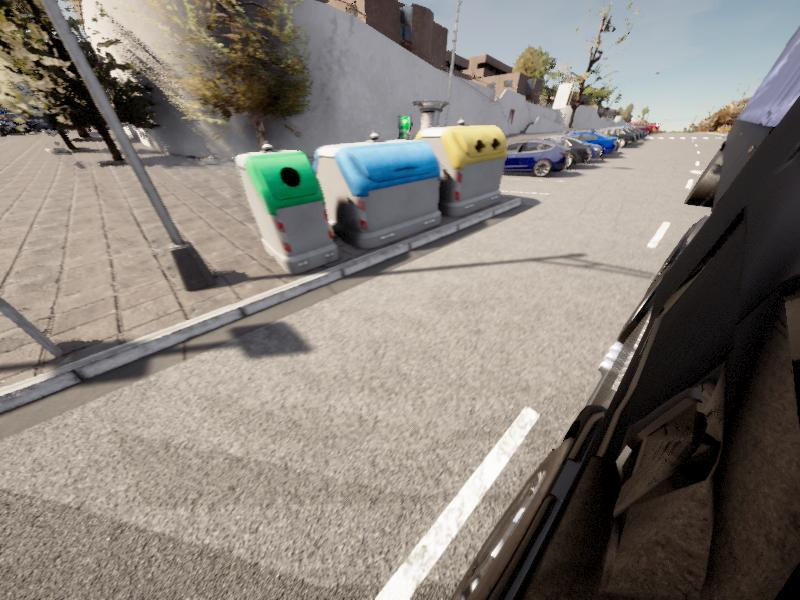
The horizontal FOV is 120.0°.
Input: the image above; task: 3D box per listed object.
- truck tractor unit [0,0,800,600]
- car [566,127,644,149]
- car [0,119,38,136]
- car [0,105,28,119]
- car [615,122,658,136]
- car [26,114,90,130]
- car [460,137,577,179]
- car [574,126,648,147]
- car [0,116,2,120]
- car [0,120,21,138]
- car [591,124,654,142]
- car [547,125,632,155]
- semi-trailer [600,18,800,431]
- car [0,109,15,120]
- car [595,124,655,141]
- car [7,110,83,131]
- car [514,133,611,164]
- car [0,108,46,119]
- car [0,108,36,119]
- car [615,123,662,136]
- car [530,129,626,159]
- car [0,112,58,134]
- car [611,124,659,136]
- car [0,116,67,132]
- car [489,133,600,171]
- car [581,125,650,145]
[{"bbox_3d":[2.645,-0.295,0.351,6.516,4.208,3.053,-28,44,-30],"label":"truck tractor unit"},{"bbox_3d":[18.671,-14.993,21.413,4.892,1.521,2.231,14,40,21],"label":"car"},{"bbox_3d":[-48.136,-20.764,27.707,4.792,1.488,2.163,-28,48,-34],"label":"car"},{"bbox_3d":[-77.671,-36.383,44.697,5.566,2.045,2.435,-29,48,-34],"label":"car"},{"bbox_3d":[40.910,-29.746,40.190,4.553,1.767,2.185,13,38,19],"label":"car"},{"bbox_3d":[-53.072,-27.745,36.061,5.366,1.575,1.946,-28,49,-35],"label":"car"},{"bbox_3d":[5.859,-7.316,11.862,4.792,1.488,2.163,16,40,24],"label":"car"},{"bbox_3d":[20.736,-16.308,23.071,4.892,1.521,2.231,13,39,21],"label":"car"},{"bbox_3d":[-75.314,-32.820,40.686,5.008,1.535,2.097,-29,48,-34],"label":"car"},{"bbox_3d":[-46.975,-19.010,25.539,4.892,1.521,2.231,-28,48,-34],"label":"car"},{"bbox_3d":[26.815,-20.309,28.147,5.008,1.535,2.097,13,39,20],"label":"car"},{"bbox_3d":[14.452,-12.511,18.095,4.553,1.767,2.185,14,39,22],"label":"car"},{"bbox_3d":[8.585,-3.664,4.361,14.254,4.402,2.717,-29,44,-31],"label":"semi-trailer"},{"bbox_3d":[-76.620,-34.443,42.672,5.366,1.575,1.946,-29,48,-34],"label":"car"},{"bbox_3d":[28.827,-21.649,29.858,5.008,1.535,2.097,12,39,20],"label":"car"},{"bbox_3d":[-51.695,-26.276,33.923,5.566,2.045,2.435,-28,48,-35],"label":"car"},{"bbox_3d":[10.226,-9.817,14.988,4.674,1.452,2.002,15,40,23],"label":"car"},{"bbox_3d":[-80.001,-39.562,49.074,4.892,1.521,2.231,-29,48,-34],"label":"car"},{"bbox_3d":[-78.828,-37.883,46.968,4.892,1.521,2.231,-29,48,-34],"label":"car"},{"bbox_3d":[43.136,-30.919,41.939,5.366,1.575,1.946,13,38,19],"label":"car"},{"bbox_3d":[12.368,-11.117,16.546,5.008,1.535,2.097,15,40,23],"label":"car"},{"bbox_3d":[-49.299,-22.754,29.671,5.566,2.045,2.435,-28,48,-35],"label":"car"},{"bbox_3d":[38.928,-28.313,38.505,5.008,1.535,2.097,13,39,19],"label":"car"},{"bbox_3d":[-50.530,-24.309,31.941,4.892,1.521,2.231,-28,48,-35],"label":"car"},{"bbox_3d":[8.070,-8.581,13.384,4.892,1.521,2.231,15,40,23],"label":"car"},{"bbox_3d":[22.784,-17.632,24.747,4.892,1.521,2.231,13,39,20],"label":"car"}]
